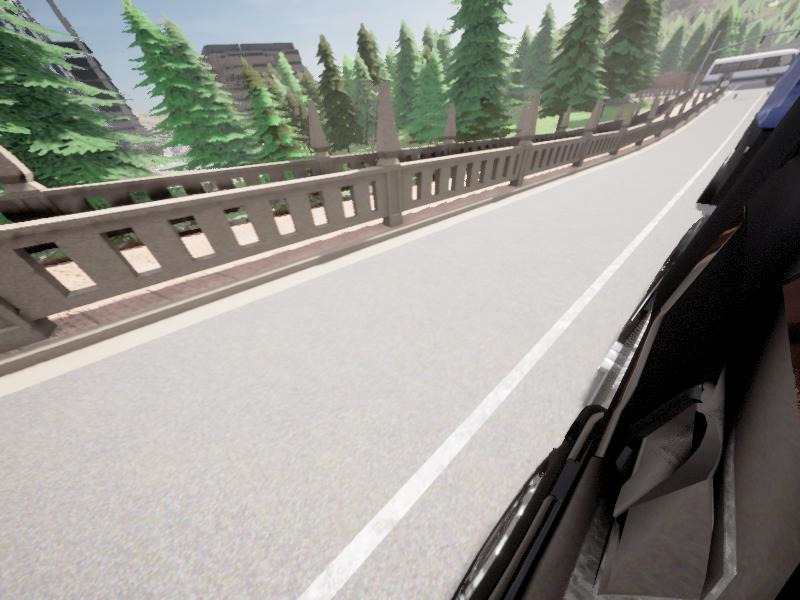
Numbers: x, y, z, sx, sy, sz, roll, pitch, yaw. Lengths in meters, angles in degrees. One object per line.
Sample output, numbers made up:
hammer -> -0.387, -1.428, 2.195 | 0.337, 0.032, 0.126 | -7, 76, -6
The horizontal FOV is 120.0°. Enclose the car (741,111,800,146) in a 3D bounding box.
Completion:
car -> 26.636, -12.304, 16.500 | 5.366, 1.575, 1.801 | -30, 45, -28

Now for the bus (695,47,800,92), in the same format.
bus -> 61.205, -40.305, 40.659 | 3.944, 4.253, 10.273 | -37, 48, -28

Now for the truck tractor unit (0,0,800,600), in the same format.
truck tractor unit -> 2.645, -0.295, 0.352 | 6.516, 4.208, 3.053 | -28, 44, -30

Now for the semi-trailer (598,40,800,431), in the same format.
semi-trailer -> 8.693, -3.612, 4.226 | 14.254, 4.402, 2.717 | -28, 44, -30
